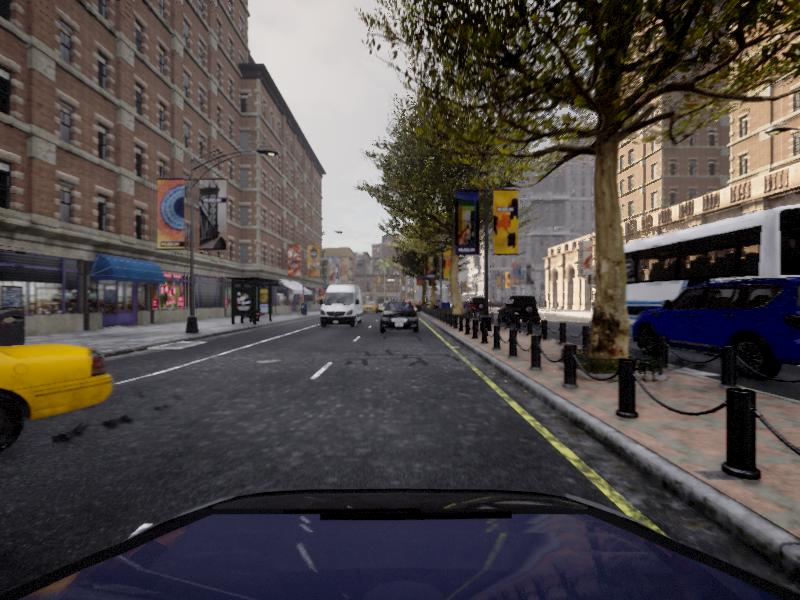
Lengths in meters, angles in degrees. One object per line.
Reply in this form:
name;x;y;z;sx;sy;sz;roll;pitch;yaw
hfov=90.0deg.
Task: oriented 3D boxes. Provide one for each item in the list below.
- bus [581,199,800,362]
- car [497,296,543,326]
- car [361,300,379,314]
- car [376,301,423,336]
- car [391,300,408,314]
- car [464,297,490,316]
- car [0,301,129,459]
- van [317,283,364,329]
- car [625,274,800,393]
bus;11.355;-0.527;15.600;3.944;4.253;10.273;0;0;0
car;7.965;0.657;26.840;1.905;1.878;3.866;0;0;0
car;-3.561;0.819;48.430;1.801;1.575;5.366;0;0;0
car;-0.027;0.843;20.390;2.128;1.511;4.902;0;0;0
car;-0.063;0.805;47.336;1.851;1.617;3.988;0;0;0
car;7.949;0.661;41.441;1.905;1.878;3.866;0;0;0
car;-5.425;0.803;3.057;1.801;1.575;5.366;0;0;25
van;-3.534;0.331;24.911;1.988;2.561;5.915;0;0;0
car;7.973;0.572;9.478;2.150;2.045;5.566;0;0;0
